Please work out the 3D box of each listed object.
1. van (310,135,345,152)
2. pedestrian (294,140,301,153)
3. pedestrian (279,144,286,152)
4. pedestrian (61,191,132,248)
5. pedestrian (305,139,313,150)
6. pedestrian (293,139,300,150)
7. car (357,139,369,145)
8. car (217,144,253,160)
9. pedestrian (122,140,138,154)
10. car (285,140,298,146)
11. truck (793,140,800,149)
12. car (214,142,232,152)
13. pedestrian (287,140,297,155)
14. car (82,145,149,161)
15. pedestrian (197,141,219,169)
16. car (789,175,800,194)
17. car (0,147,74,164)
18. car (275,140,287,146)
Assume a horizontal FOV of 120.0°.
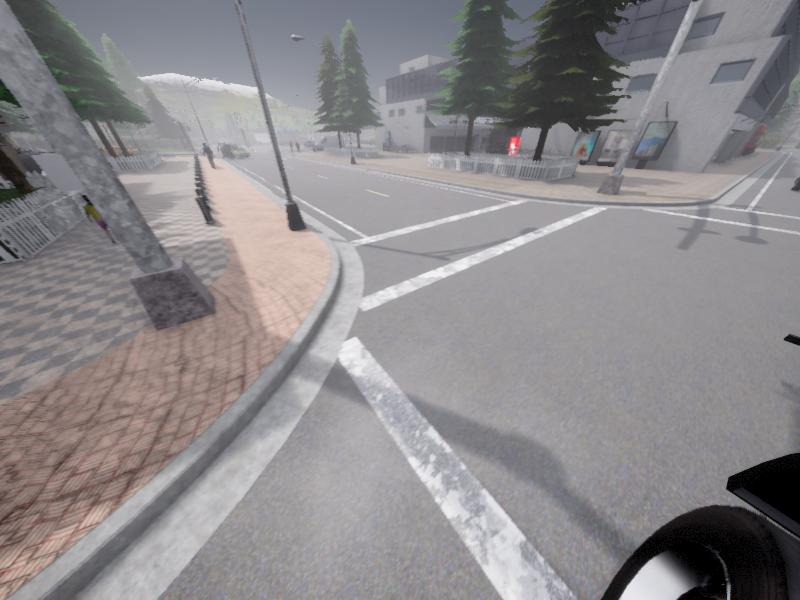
[{"bbox_3d":[-14.129,-30.910,45.590,5.915,2.561,1.988,-23,41,-29],"label":"van"},{"bbox_3d":[-17.426,-26.065,39.299,0.751,1.860,0.751,-13,37,-17],"label":"pedestrian"},{"bbox_3d":[-22.322,-28.972,43.955,0.751,1.300,0.751,-26,43,-32],"label":"pedestrian"},{"bbox_3d":[-6.952,-1.874,5.366,0.500,1.100,0.500,-26,43,-31],"label":"pedestrian"},{"bbox_3d":[-18.521,-31.659,46.965,0.751,1.860,0.751,27,44,33],"label":"pedestrian"},{"bbox_3d":[-20.656,-31.031,46.092,0.751,1.860,0.751,-23,41,-28],"label":"pedestrian"},{"bbox_3d":[-12.645,-54.301,79.286,2.007,1.523,4.514,-23,41,-29],"label":"car"},{"bbox_3d":[-21.997,-19.738,30.723,4.514,1.525,2.007,23,41,29],"label":"car"},{"bbox_3d":[-43.833,-24.876,37.498,0.751,1.860,0.751,-10,36,-13],"label":"pedestrian"},{"bbox_3d":[-34.832,-50.358,73.931,2.152,1.636,5.027,-23,41,-29],"label":"car"},{"bbox_3d":[81.495,-31.291,45.755,6.274,2.098,2.390,-27,43,-33],"label":"truck"},{"bbox_3d":[-35.485,-30.625,46.255,2.007,1.525,4.514,-23,41,-29],"label":"car"},{"bbox_3d":[-15.404,-21.720,32.890,0.751,1.860,0.751,-10,36,-13],"label":"pedestrian"},{"bbox_3d":[-35.898,-18.750,29.404,5.008,1.535,1.882,-23,41,-29],"label":"car"},{"bbox_3d":[-15.794,-11.937,19.037,0.751,1.860,0.751,-23,41,-29],"label":"pedestrian"},{"bbox_3d":[20.833,-5.904,10.912,4.181,1.385,1.994,-22,41,-28],"label":"car"},{"bbox_3d":[-41.128,-16.503,26.317,4.193,1.474,1.816,-23,41,-29],"label":"car"},{"bbox_3d":[-37.334,-49.250,72.397,2.007,1.523,4.514,-23,41,-29],"label":"car"}]
